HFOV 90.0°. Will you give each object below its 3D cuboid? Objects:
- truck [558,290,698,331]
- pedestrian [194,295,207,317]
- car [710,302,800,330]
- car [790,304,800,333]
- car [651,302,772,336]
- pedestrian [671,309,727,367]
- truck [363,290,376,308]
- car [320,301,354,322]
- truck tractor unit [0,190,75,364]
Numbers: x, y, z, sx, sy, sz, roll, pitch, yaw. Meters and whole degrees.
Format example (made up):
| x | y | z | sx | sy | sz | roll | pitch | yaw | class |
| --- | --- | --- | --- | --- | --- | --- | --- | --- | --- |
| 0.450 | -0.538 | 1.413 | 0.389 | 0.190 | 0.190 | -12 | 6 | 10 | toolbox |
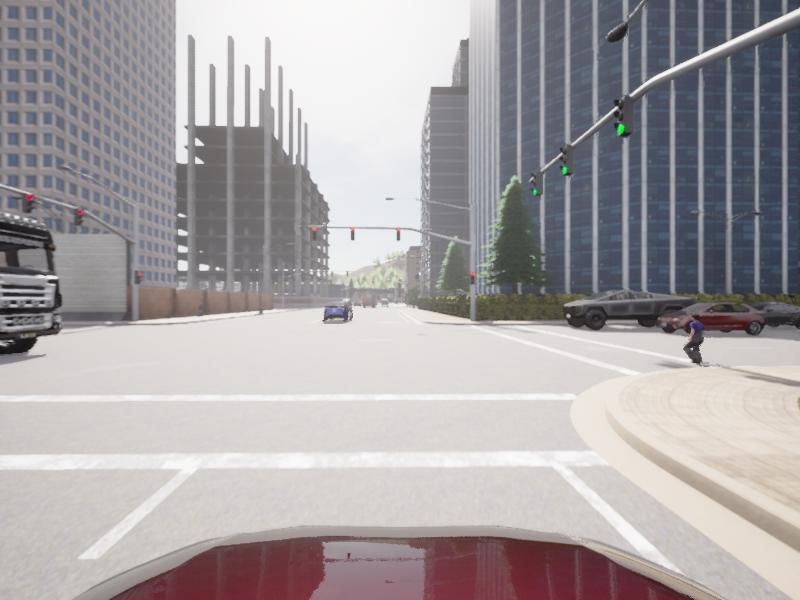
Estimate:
| x | y | z | sx | sy | sz | roll | pitch | yaw | class |
| --- | --- | --- | --- | --- | --- | --- | --- | --- | --- |
| 12.221 | 0.522 | 21.777 | 6.274 | 2.098 | 2.390 | 0 | 0 | -2 | truck |
| -17.421 | 0.523 | 34.957 | 0.751 | 1.860 | 0.751 | 0 | 0 | -7 | pedestrian |
| 20.077 | 0.854 | 22.052 | 4.674 | 1.442 | 1.812 | 0 | 0 | -2 | car |
| 21.135 | 0.887 | 18.597 | 4.181 | 1.385 | 1.994 | 0 | 0 | -3 | car |
| 14.140 | 0.830 | 18.341 | 4.193 | 1.474 | 1.816 | 0 | 0 | -2 | car |
| 7.077 | 0.878 | 9.507 | 0.751 | 1.300 | 0.751 | 0 | 0 | -10 | pedestrian |
| -7.072 | -0.203 | 93.490 | 2.891 | 3.827 | 8.468 | 0 | 0 | -2 | truck |
| -4.813 | 0.868 | 31.218 | 2.007 | 1.525 | 4.514 | 0 | 0 | -1 | car |
| -12.982 | -0.551 | 10.383 | 6.516 | 4.208 | 3.053 | 0 | 0 | -2 | truck tractor unit |
